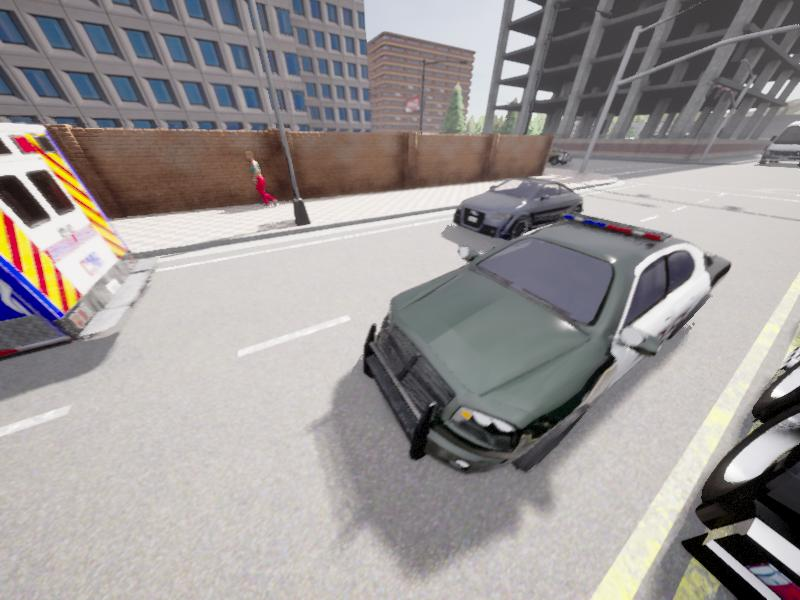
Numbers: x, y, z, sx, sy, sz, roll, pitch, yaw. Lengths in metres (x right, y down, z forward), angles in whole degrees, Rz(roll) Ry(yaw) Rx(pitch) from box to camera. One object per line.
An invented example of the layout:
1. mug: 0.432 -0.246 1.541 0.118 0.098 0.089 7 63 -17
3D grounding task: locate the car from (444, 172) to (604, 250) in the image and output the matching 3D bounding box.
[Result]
1. car: 3.713 -2.918 7.039 4.181 1.385 1.994 -18 39 -24

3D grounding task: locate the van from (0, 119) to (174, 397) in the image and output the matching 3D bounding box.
1. van: -6.674 0.049 1.773 6.366 2.431 2.351 -18 39 -24

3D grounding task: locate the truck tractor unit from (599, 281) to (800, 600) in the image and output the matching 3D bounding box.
1. truck tractor unit: 5.136 -0.275 0.742 6.516 4.208 3.053 -17 38 -23

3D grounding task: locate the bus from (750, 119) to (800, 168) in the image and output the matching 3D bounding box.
1. bus: 46.517 -18.046 26.557 10.273 4.253 3.944 -19 39 -24

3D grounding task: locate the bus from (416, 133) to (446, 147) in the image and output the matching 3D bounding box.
1. bus: 11.512 -59.684 86.327 10.273 4.253 3.944 -18 39 -24

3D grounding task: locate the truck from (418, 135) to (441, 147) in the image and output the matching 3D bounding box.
1. truck: 11.596 -61.755 89.686 8.468 3.827 2.891 -18 39 -24

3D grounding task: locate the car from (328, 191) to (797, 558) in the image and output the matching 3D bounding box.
1. car: 2.005 -0.120 2.853 4.974 1.542 2.038 -18 39 -24

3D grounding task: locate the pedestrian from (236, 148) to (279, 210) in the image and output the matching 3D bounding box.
1. pedestrian: -5.069 -4.337 8.288 0.751 1.860 0.751 -17 38 -23
